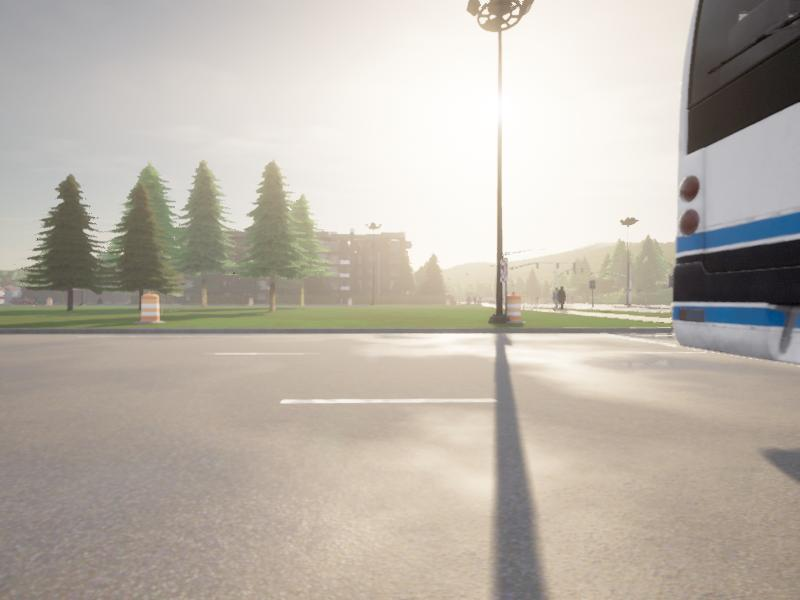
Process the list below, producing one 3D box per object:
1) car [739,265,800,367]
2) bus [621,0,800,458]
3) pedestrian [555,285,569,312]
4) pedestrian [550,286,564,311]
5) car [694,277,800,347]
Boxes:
[{"bbox_3d":[8.341,0.240,5.907,4.902,1.511,2.128,0,0,-1],"label":"car"},{"bbox_3d":[7.591,-1.132,2.495,10.273,4.253,3.944,0,0,-2],"label":"bus"},{"bbox_3d":[11.547,-0.109,28.513,0.751,1.860,0.751,0,0,4],"label":"pedestrian"},{"bbox_3d":[12.011,-0.108,30.644,0.751,1.860,0.751,0,0,3],"label":"pedestrian"},{"bbox_3d":[9.669,0.259,9.433,4.193,1.474,1.816,0,0,-2],"label":"car"}]
